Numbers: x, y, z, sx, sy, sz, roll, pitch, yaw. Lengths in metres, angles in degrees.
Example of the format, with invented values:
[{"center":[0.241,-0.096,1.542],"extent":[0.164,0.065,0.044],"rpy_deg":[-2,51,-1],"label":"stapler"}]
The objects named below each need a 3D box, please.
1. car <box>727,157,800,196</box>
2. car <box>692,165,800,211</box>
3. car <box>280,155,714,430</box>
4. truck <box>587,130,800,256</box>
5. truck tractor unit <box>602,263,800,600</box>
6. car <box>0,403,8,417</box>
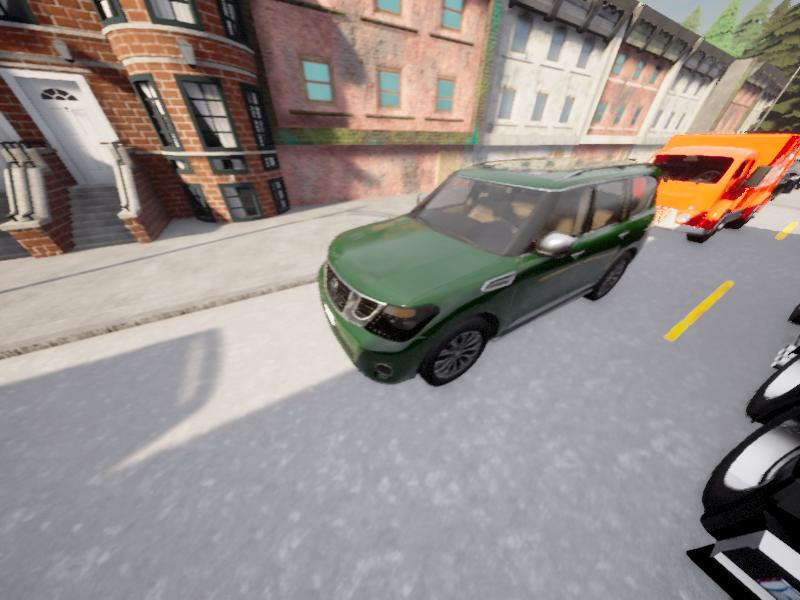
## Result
[{"center":[21.649,-7.164,13.219],"extent":[4.792,1.488,2.163],"rpy_deg":[-18,39,-24],"label":"car"},{"center":[15.914,-5.225,10.539],"extent":[4.718,1.301,1.895],"rpy_deg":[-18,39,-25],"label":"car"},{"center":[1.611,-0.912,3.543],"extent":[5.566,2.045,2.150],"rpy_deg":[-18,39,-25],"label":"car"},{"center":[9.000,-3.474,6.926],"extent":[5.204,2.467,2.627],"rpy_deg":[-18,39,-24],"label":"truck"},{"center":[5.112,-0.299,0.788],"extent":[6.516,4.208,3.053],"rpy_deg":[-18,39,-24],"label":"truck tractor unit"},{"center":[-5.485,1.616,0.298],"extent":[4.514,1.525,2.007],"rpy_deg":[-18,39,-24],"label":"car"}]
